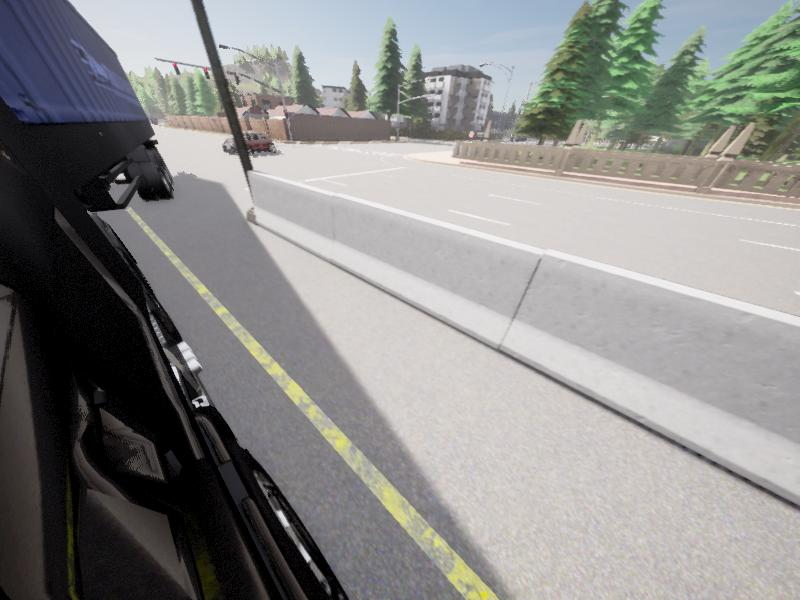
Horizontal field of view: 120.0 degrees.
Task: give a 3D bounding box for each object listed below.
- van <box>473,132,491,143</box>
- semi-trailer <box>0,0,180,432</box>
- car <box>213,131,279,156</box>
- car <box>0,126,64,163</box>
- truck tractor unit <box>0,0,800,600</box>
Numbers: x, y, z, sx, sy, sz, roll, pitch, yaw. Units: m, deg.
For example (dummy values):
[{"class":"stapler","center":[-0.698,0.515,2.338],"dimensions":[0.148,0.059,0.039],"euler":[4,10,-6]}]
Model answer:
[{"class":"van","center":[20.151,-39.737,56.585],"dimensions":[2.069,2.038,4.480],"euler":[29,44,31]},{"class":"semi-trailer","center":[-7.750,-4.114,4.982],"dimensions":[2.717,4.402,14.254],"euler":[-24,44,-30]},{"class":"car","center":[-12.287,-12.763,18.783],"dimensions":[1.970,1.475,3.806],"euler":[15,38,16]},{"class":"car","center":[-21.230,-8.851,13.050],"dimensions":[4.181,1.385,1.994],"euler":[28,43,30]},{"class":"truck tractor unit","center":[-2.645,-0.295,0.351],"dimensions":[6.516,4.208,3.053],"euler":[28,44,30]}]
